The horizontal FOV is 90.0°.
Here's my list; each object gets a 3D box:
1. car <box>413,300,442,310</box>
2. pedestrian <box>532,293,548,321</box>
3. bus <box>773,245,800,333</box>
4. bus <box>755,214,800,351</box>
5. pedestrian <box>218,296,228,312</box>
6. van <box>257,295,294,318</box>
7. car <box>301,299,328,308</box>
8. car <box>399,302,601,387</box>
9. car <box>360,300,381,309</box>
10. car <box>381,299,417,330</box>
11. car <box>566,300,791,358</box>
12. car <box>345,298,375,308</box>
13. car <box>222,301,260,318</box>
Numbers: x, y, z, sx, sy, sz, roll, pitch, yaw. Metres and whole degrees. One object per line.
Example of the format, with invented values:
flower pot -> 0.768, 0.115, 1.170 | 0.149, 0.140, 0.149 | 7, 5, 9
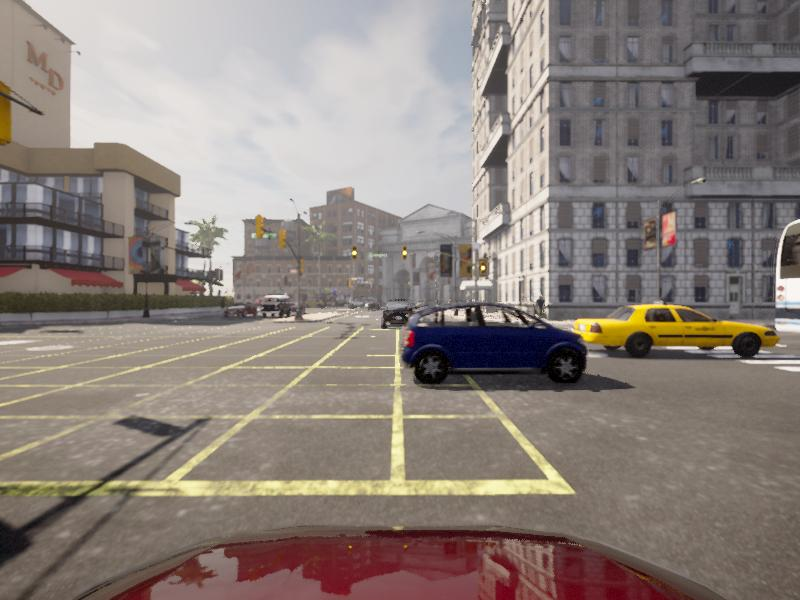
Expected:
car -> 4.587, 0.784, 66.703 | 2.152, 1.651, 5.027 | 0, 0, 43
pedestrian -> 9.545, 0.486, 27.259 | 0.751, 1.860, 0.751 | 0, 0, -7
bus -> 24.494, -0.533, 18.825 | 10.273, 4.253, 3.944 | 0, 0, 0
bus -> 17.536, -0.534, 12.013 | 10.273, 4.253, 3.944 | 0, 0, -1
pedestrian -> -21.785, 0.487, 49.248 | 0.751, 1.860, 0.751 | 0, 0, 8
van -> -11.611, 0.573, 37.667 | 2.069, 2.038, 4.480 | 0, 0, 0
car -> -16.338, 0.657, 76.222 | 4.605, 1.855, 1.932 | 0, 0, 14
car -> 1.841, 0.816, 8.255 | 3.705, 1.549, 1.789 | 0, 0, 0
car -> -5.171, 0.816, 69.552 | 2.038, 1.542, 4.974 | 0, 0, -27
car -> -0.075, 0.772, 24.090 | 1.930, 1.638, 5.238 | 0, 0, 0
car -> 8.030, 0.802, 11.933 | 5.366, 1.575, 1.801 | 0, 0, 3
car -> -7.651, 0.575, 76.894 | 5.566, 2.045, 2.150 | 0, 0, 0
car -> -15.118, 0.871, 38.270 | 1.812, 1.442, 4.674 | 0, 0, 0
